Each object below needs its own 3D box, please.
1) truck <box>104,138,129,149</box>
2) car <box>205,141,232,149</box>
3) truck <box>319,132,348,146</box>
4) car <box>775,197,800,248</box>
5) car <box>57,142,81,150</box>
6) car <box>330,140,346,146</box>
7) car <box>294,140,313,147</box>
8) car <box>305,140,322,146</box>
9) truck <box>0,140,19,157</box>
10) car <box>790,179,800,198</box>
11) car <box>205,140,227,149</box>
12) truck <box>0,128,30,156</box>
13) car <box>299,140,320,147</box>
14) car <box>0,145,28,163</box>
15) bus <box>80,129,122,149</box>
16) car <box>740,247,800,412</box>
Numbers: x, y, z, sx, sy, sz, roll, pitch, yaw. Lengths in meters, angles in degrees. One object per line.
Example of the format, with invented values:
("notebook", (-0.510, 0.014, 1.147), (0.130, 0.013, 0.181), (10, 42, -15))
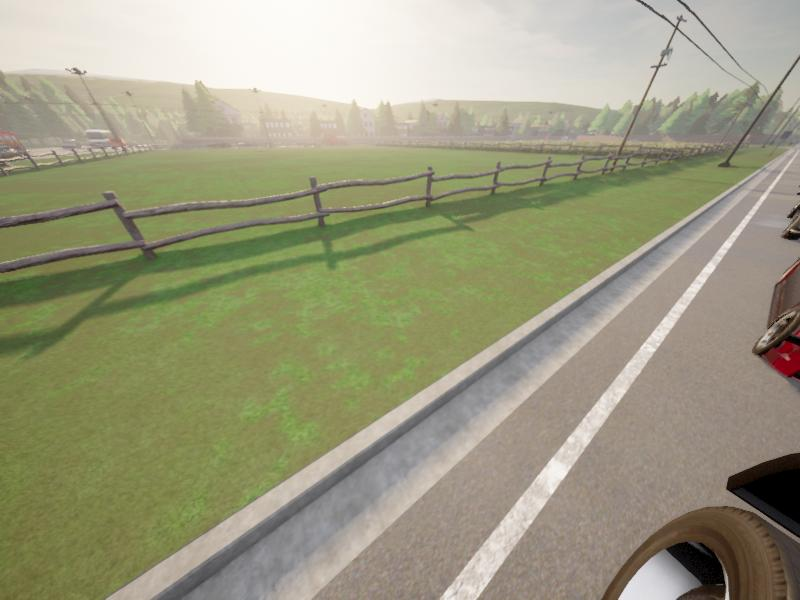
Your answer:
("truck", (-78.655, -43.590, 64.148), (2.627, 2.467, 5.204), (-21, 40, -27))
("car", (-48.071, -41.153, 61.217), (5.238, 1.638, 1.930), (-22, 40, -27))
("truck", (-22.464, -54.656, 78.317), (8.468, 3.827, 2.891), (-22, 40, -27))
("car", (12.355, -2.463, 5.927), (5.027, 1.651, 2.152), (-22, 41, -28))
("car", (-89.892, -41.878, 62.774), (2.152, 1.651, 5.027), (-21, 40, -27))
("car", (-22.292, -56.184, 82.559), (4.902, 1.511, 2.128), (-22, 40, -27))
("car", (-31.031, -50.313, 74.200), (5.008, 1.535, 1.882), (-22, 40, -27))
("car", (-29.375, -53.412, 78.588), (5.008, 1.535, 1.882), (-22, 40, -27))
("truck", (-62.814, -22.946, 35.063), (2.390, 2.098, 6.274), (-18, 39, -24))
("car", (20.176, -5.539, 10.367), (4.792, 1.488, 2.163), (-22, 41, -28))
("car", (-46.572, -39.401, 58.521), (3.866, 1.878, 1.905), (-22, 40, -27))
("truck", (-68.479, -26.138, 38.131), (2.891, 3.827, 8.468), (-13, 37, -17))
("car", (-28.260, -48.974, 72.276), (5.366, 1.575, 1.801), (-22, 40, -27))
("car", (-48.517, -17.598, 27.760), (2.242, 1.667, 4.611), (-21, 40, -27))
("bus", (-84.266, -45.614, 65.505), (3.944, 4.253, 10.273), (-21, 40, -27))
("car", (6.100, 0.160, 2.502), (4.181, 1.385, 1.994), (-22, 41, -28))
